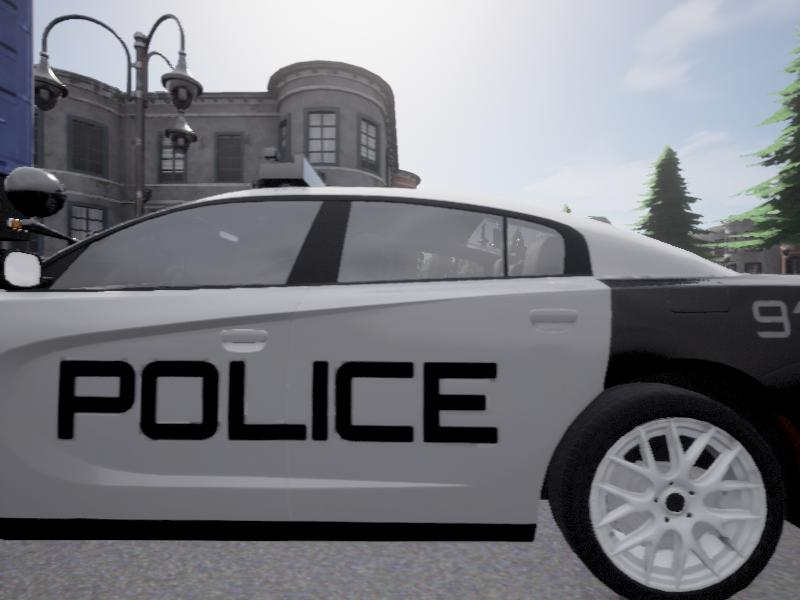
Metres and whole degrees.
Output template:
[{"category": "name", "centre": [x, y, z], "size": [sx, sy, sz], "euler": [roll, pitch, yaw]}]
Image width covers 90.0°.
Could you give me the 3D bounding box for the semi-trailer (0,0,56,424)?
[{"category": "semi-trailer", "centre": [-10.267, -1.224, 2.385], "size": [14.254, 4.402, 2.717], "euler": [0, 0, 1]}]

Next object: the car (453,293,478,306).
[{"category": "car", "centre": [10.903, -0.067, 67.207], "size": [2.150, 2.045, 5.566], "euler": [0, 0, -12]}]

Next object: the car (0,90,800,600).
[{"category": "car", "centre": [-0.658, 0.181, 2.210], "size": [5.238, 1.638, 1.930], "euler": [0, 0, 1]}]
